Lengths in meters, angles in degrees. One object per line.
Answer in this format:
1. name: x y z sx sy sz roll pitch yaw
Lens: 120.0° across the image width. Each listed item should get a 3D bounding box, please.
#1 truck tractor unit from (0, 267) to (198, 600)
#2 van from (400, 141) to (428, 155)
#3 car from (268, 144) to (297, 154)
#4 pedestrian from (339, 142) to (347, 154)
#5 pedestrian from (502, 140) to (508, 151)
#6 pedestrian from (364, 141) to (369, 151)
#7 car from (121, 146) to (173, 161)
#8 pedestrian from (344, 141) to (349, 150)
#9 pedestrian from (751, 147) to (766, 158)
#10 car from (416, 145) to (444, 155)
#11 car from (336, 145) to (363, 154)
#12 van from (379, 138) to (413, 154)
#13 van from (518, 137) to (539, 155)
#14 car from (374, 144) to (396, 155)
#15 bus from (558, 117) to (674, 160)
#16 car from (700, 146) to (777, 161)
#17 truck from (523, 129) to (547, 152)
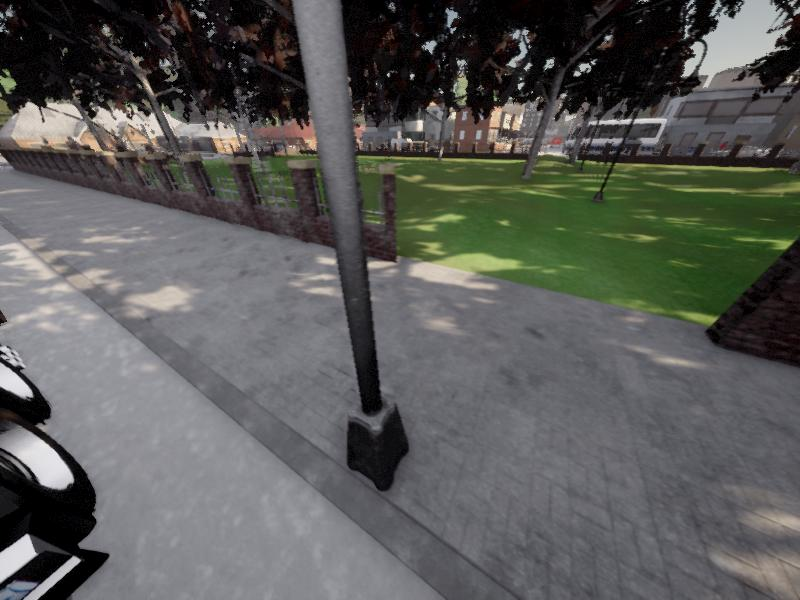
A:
1. truck tractor unit: -5.121 -0.289 0.775 6.516 4.208 3.053 18 39 24
2. van: 2.360 -26.580 40.446 4.442 1.987 1.775 16 38 23
3. car: -24.446 -31.578 48.295 1.882 1.535 5.008 18 39 24
4. pedestrian: -10.156 -27.220 41.381 0.751 1.860 0.751 17 39 23
5. pedestrian: 21.221 -31.165 46.714 0.751 1.860 0.751 10 36 15
6. pedestrian: -7.743 -35.425 53.131 0.751 1.860 0.751 20 40 26
7. car: -38.146 -22.281 34.956 2.242 1.667 4.611 18 39 25
8. pedestrian: -13.930 -40.058 59.890 0.751 1.860 0.751 24 42 31
9. pedestrian: 44.582 -18.329 28.709 0.500 1.100 0.500 -18 38 -23
10. car: 5.588 -27.804 42.778 4.718 1.301 1.895 20 40 26
11. car: -10.266 -30.590 46.856 5.357 1.411 2.033 19 39 26
12. van: -0.798 -30.533 45.773 6.366 2.431 2.351 17 39 24
13. van: 22.569 -26.970 40.415 2.351 2.431 6.366 17 38 23
14. car: -2.832 -28.092 43.071 3.633 1.501 1.845 17 38 23
15. bus: 28.426 -21.992 31.605 10.273 4.253 3.944 19 40 26
16. car: 39.549 -17.317 27.231 4.674 1.442 1.812 18 39 24
17. truck: 29.230 -34.463 49.887 2.891 3.827 8.468 18 39 24
